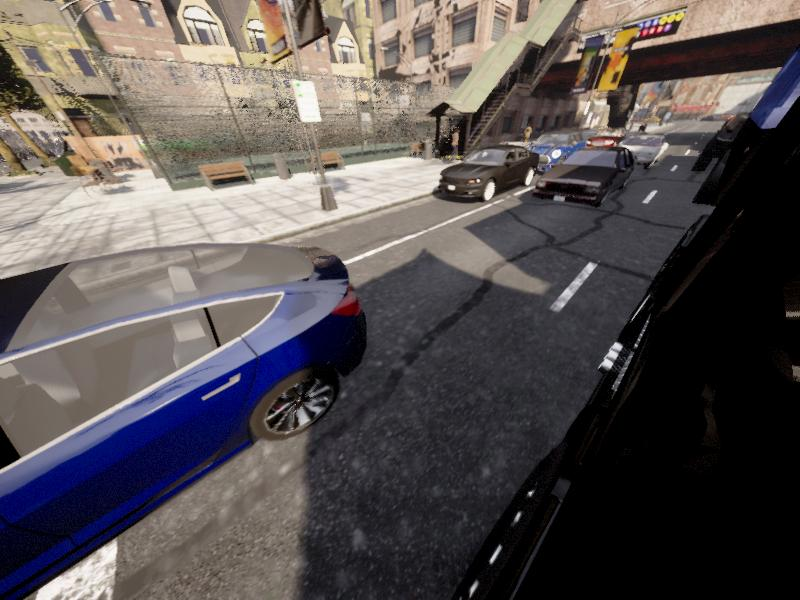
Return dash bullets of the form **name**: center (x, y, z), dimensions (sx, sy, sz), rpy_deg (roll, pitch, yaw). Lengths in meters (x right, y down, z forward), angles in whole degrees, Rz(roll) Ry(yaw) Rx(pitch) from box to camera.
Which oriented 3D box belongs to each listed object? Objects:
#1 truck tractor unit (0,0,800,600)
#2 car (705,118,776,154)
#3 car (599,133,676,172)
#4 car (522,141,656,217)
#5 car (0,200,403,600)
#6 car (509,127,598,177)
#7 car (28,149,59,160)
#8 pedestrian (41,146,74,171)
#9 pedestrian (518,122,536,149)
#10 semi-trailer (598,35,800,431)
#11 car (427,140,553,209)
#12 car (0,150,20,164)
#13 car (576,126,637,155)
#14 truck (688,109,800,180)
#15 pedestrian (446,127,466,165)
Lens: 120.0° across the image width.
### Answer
- **truck tractor unit**: center (2.645, -0.295, 0.352), dimensions (6.516, 4.208, 3.053), rpy_deg (-28, 44, -30)
- **car**: center (22.925, -11.227, 15.736), dimensions (5.238, 1.638, 1.930), rpy_deg (-30, 45, -32)
- **car**: center (12.847, -8.048, 12.457), dimensions (4.718, 1.301, 1.895), rpy_deg (-30, 45, -32)
- **car**: center (6.641, -4.453, 7.995), dimensions (5.357, 1.411, 2.033), rpy_deg (-30, 45, -32)
- **car**: center (-2.523, 0.743, 1.602), dimensions (4.792, 1.488, 2.163), rpy_deg (-28, 44, -30)
- **car**: center (8.145, -7.976, 12.266), dimensions (4.553, 1.767, 2.185), rpy_deg (-31, 45, -32)
- **car**: center (-67.804, -27.755, 43.984), dimensions (2.163, 1.488, 4.792), rpy_deg (-31, 45, -32)
- **pedestrian**: center (-31.187, -12.874, 21.073), dimensions (0.751, 1.860, 0.751), rpy_deg (-29, 44, -31)
- **pedestrian**: center (11.199, -14.456, 20.351), dimensions (0.751, 1.860, 0.751), rpy_deg (25, 45, 32)
- **semi-trailer**: center (8.652, -3.645, 4.260), dimensions (14.254, 4.402, 2.717), rpy_deg (-29, 44, -30)
- **car**: center (3.528, -5.052, 8.883), dimensions (5.008, 1.535, 2.097), rpy_deg (-31, 45, -32)
- **car**: center (-65.792, -23.522, 38.081), dimensions (2.033, 1.649, 4.856), rpy_deg (-31, 45, -32)
- **car**: center (16.084, -12.499, 17.980), dimensions (4.892, 1.521, 2.231), rpy_deg (-31, 45, -32)
- **truck**: center (15.894, -7.277, 10.554), dimensions (6.274, 2.098, 2.390), rpy_deg (-30, 45, -31)
- **pedestrian**: center (3.360, -9.337, 14.046), dimensions (0.751, 1.860, 0.751), rpy_deg (-14, 38, -15)
